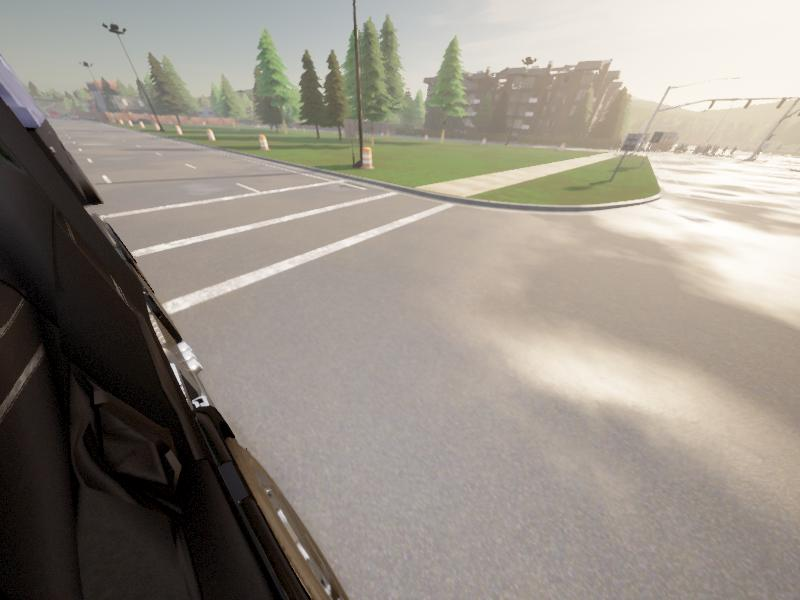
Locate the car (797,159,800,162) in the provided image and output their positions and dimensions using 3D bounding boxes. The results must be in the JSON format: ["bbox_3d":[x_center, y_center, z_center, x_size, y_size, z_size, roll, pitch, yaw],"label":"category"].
[{"bbox_3d":[68.227,-23.159,37.607,1.930,1.638,5.238,28,44,30],"label":"car"}]

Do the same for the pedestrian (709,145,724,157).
[{"bbox_3d":[59.860,-28.268,43.701,0.751,1.860,0.751,23,41,25],"label":"pedestrian"}]

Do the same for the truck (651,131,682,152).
[{"bbox_3d":[62.793,-37.536,54.702,2.891,3.827,8.468,28,43,30],"label":"truck"}]

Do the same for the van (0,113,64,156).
[{"bbox_3d":[-23.884,-10.692,14.819,4.442,1.987,1.775,28,44,30],"label":"van"}]

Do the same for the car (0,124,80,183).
[{"bbox_3d":[-16.147,-6.421,9.887,5.027,1.651,2.152,28,44,30],"label":"car"}]

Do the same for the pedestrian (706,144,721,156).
[{"bbox_3d":[60.578,-28.907,44.602,0.751,1.860,0.751,25,42,27],"label":"pedestrian"}]

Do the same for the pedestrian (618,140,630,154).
[{"bbox_3d":[38.841,-26.550,40.079,0.751,1.860,0.751,26,43,28],"label":"pedestrian"}]

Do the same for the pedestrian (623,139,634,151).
[{"bbox_3d":[46.782,-31.758,47.300,0.751,1.860,0.751,30,45,32],"label":"pedestrian"}]

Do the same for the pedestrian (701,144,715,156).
[{"bbox_3d":[59.307,-28.862,44.463,0.751,1.860,0.751,28,44,30],"label":"pedestrian"}]

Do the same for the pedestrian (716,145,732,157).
[{"bbox_3d":[60.708,-27.920,43.288,0.751,1.860,0.751,23,41,24],"label":"pedestrian"}]

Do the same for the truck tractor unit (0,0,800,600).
[{"bbox_3d":[-2.645,-0.295,0.351,6.516,4.208,3.053,28,44,30],"label":"truck tractor unit"}]

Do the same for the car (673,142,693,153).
[{"bbox_3d":[65.232,-35.183,53.337,1.905,1.878,3.866,28,43,30],"label":"car"}]

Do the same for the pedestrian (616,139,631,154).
[{"bbox_3d":[35.892,-24.678,37.128,0.751,1.860,0.751,-22,43,-29],"label":"pedestrian"}]

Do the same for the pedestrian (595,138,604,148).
[{"bbox_3d":[45.439,-35.805,52.638,0.751,1.860,0.751,26,43,28],"label":"pedestrian"}]

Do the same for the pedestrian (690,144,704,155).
[{"bbox_3d":[58.276,-29.550,45.320,0.751,1.860,0.751,30,45,32],"label":"pedestrian"}]

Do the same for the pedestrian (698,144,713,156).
[{"bbox_3d":[58.588,-28.744,44.259,0.751,1.860,0.751,22,41,24],"label":"pedestrian"}]

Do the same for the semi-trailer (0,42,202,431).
[{"bbox_3d":[-8.699,-3.599,4.234,14.254,4.402,2.717,28,44,30],"label":"semi-trailer"}]

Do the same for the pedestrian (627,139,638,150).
[{"bbox_3d":[49.799,-33.220,49.449,0.751,1.860,0.751,-24,44,-31],"label":"pedestrian"}]

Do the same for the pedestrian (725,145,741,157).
[{"bbox_3d":[61.797,-27.642,42.867,0.751,1.860,0.751,27,43,29],"label":"pedestrian"}]
